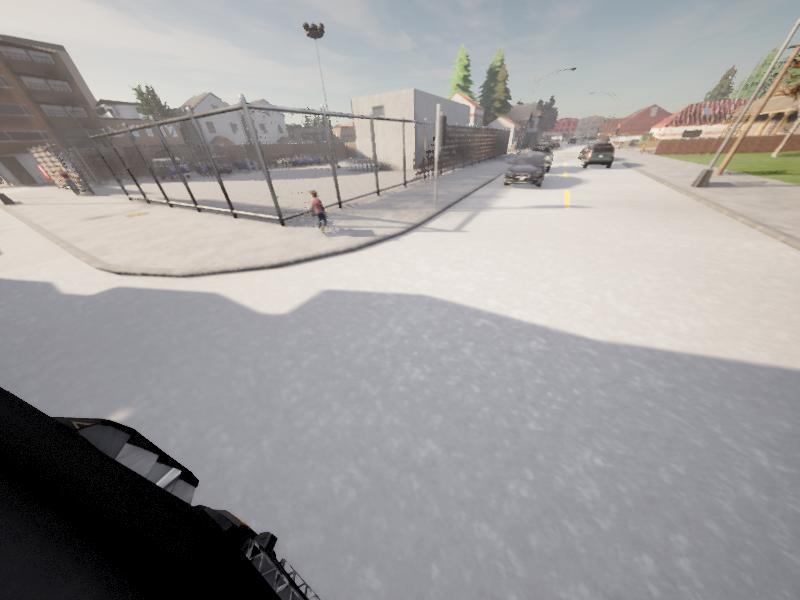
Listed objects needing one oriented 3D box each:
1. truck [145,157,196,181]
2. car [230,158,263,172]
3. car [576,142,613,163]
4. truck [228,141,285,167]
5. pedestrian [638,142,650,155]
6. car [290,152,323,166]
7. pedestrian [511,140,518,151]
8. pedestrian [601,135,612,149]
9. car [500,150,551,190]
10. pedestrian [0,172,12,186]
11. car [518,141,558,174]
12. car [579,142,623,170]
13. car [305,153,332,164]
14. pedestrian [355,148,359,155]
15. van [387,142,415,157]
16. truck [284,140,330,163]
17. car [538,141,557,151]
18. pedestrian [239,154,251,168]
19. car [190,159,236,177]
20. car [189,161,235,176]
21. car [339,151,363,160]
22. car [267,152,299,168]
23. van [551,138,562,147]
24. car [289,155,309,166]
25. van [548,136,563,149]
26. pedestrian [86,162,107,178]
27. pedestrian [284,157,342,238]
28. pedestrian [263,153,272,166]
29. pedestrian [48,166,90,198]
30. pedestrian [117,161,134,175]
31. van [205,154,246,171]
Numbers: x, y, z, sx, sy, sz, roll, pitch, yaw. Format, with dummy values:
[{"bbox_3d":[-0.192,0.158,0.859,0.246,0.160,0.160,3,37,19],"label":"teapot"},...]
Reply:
[{"bbox_3d":[-25.078,-14.357,25.288,4.478,2.038,2.069,16,38,26],"label":"truck"},{"bbox_3d":[-20.963,-18.539,31.640,3.633,1.501,1.845,16,38,26],"label":"car"},{"bbox_3d":[19.054,-14.640,22.845,2.007,1.525,4.514,15,38,25],"label":"car"},{"bbox_3d":[-27.531,-28.539,45.101,2.891,3.827,8.468,16,38,26],"label":"truck"},{"bbox_3d":[26.598,-16.506,25.184,0.500,1.100,0.500,16,38,26],"label":"pedestrian"},{"bbox_3d":[-15.242,-23.013,37.736,4.611,1.667,2.242,16,38,26],"label":"car"},{"bbox_3d":[23.277,-31.347,46.852,0.751,1.860,0.751,27,44,36],"label":"pedestrian"},{"bbox_3d":[33.607,-25.680,37.609,0.751,1.860,0.751,23,42,33],"label":"pedestrian"},{"bbox_3d":[7.306,-7.540,13.223,1.837,1.490,4.892,16,38,25],"label":"car"},{"bbox_3d":[-48.691,-14.867,27.923,0.751,1.860,0.751,3,34,9],"label":"pedestrian"},{"bbox_3d":[10.658,-10.991,17.753,1.932,1.855,4.605,16,38,26],"label":"car"},{"bbox_3d":[15.681,-11.449,18.287,1.851,1.617,3.988,16,38,26],"label":"car"},{"bbox_3d":[-14.291,-24.728,40.336,4.193,1.474,1.816,16,38,26],"label":"car"},{"bbox_3d":[-13.583,-46.625,72.463,0.751,1.860,0.751,6,35,13],"label":"pedestrian"},{"bbox_3d":[0.231,-32.800,50.432,5.915,2.561,1.988,16,38,26],"label":"van"},{"bbox_3d":[-19.634,-31.967,49.590,2.891,3.827,8.468,16,38,26],"label":"truck"},{"bbox_3d":[28.106,-29.321,43.964,3.705,1.549,1.789,-30,43,-35],"label":"car"},{"bbox_3d":[-24.579,-21.998,36.670,0.751,1.860,0.751,13,37,23],"label":"pedestrian"},{"bbox_3d":[-22.694,-16.175,28.239,1.789,1.547,3.705,16,38,26],"label":"car"},{"bbox_3d":[-22.943,-16.042,28.188,5.357,1.415,2.033,16,38,26],"label":"car"},{"bbox_3d":[-12.055,-35.455,56.631,5.366,1.575,1.801,-1,34,3],"label":"car"},{"bbox_3d":[-17.610,-21.014,34.756,3.866,1.878,1.905,16,38,26],"label":"car"},{"bbox_3d":[43.952,-44.222,64.867,2.069,2.038,4.480,16,38,26],"label":"van"},{"bbox_3d":[-15.773,-21.709,36.022,2.207,1.379,1.481,16,38,26],"label":"car"},{"bbox_3d":[37.894,-38.330,56.210,2.351,2.431,6.366,16,38,26],"label":"van"},{"bbox_3d":[-42.265,-18.052,32.162,0.751,1.860,0.751,9,36,17],"label":"pedestrian"},{"bbox_3d":[-2.259,-2.721,6.224,0.751,1.860,0.751,9,36,17],"label":"pedestrian"},{"bbox_3d":[-22.882,-24.289,39.947,0.751,1.860,0.751,-18,37,-21],"label":"pedestrian"},{"bbox_3d":[-22.614,-8.086,15.814,0.751,1.860,0.751,17,39,27],"label":"pedestrian"},{"bbox_3d":[-41.296,-19.850,34.763,0.751,1.860,0.751,12,37,21],"label":"pedestrian"},{"bbox_3d":[-28.356,-22.463,37.723,2.069,2.038,4.480,16,38,26],"label":"van"}]
